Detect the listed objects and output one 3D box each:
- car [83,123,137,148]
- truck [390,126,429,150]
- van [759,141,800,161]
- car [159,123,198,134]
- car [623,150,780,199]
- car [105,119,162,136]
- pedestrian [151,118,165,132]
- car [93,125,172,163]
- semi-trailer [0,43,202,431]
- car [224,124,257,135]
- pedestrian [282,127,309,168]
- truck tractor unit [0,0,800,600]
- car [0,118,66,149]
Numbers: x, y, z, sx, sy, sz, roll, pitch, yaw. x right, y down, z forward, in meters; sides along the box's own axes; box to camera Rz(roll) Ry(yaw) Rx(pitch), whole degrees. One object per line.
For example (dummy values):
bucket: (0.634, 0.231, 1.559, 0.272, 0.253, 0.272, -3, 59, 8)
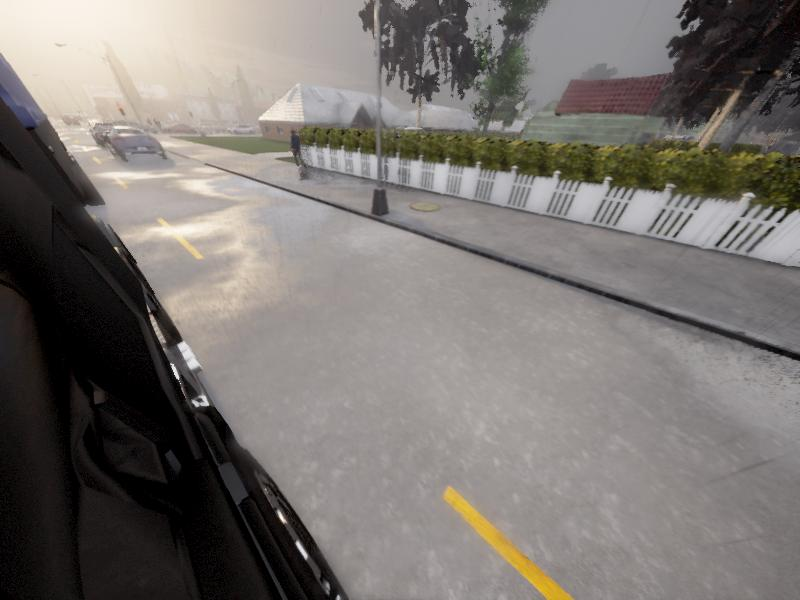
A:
car: (-25.009, -14.207, 19.901, 4.974, 1.542, 2.038, 28, 44, 30)
truck: (1.119, -18.669, 26.630, 2.069, 2.038, 4.478, 28, 44, 30)
van: (64.647, -25.419, 39.197, 1.988, 2.561, 5.915, 28, 44, 30)
car: (-36.521, -28.248, 38.139, 1.994, 1.385, 4.181, 28, 44, 30)
car: (13.723, -6.123, 11.030, 4.181, 1.381, 1.994, 28, 44, 30)
car: (-37.468, -24.381, 32.699, 4.856, 1.649, 2.033, -19, 43, -26)
pedestrian: (-39.803, -28.736, 37.951, 0.751, 1.860, 0.751, 25, 42, 27)
car: (-16.885, -9.926, 14.572, 5.027, 1.651, 2.152, 28, 44, 30)
semi-trailer: (-8.694, -3.597, 4.248, 14.254, 4.402, 2.717, 28, 44, 30)
car: (-30.341, -32.524, 44.084, 2.007, 1.525, 4.514, 28, 44, 30)
pedestrian: (-5.769, -8.454, 12.834, 0.751, 1.860, 0.751, 28, 44, 30)
truck tractor unit: (-2.645, -0.295, 0.352, 6.516, 4.208, 3.053, 28, 44, 30)
car: (-28.398, -12.935, 17.889, 4.611, 1.667, 2.242, 28, 44, 30)
